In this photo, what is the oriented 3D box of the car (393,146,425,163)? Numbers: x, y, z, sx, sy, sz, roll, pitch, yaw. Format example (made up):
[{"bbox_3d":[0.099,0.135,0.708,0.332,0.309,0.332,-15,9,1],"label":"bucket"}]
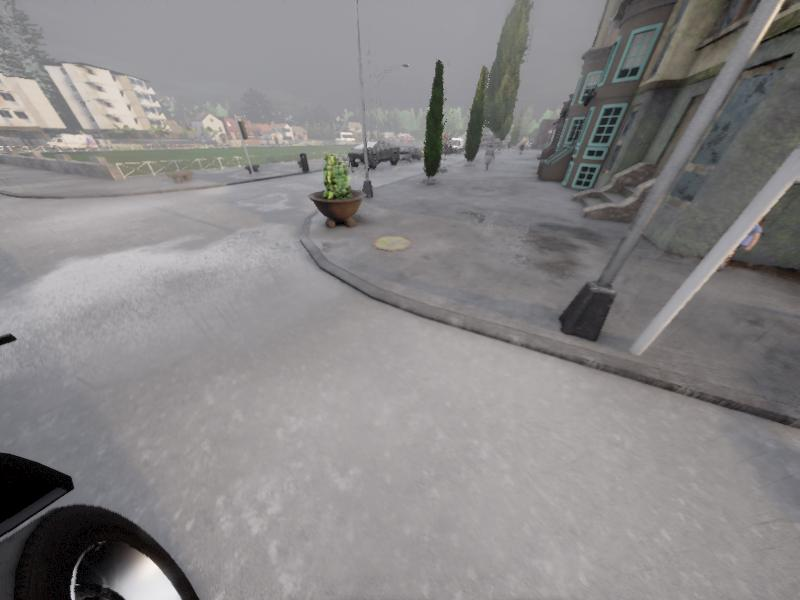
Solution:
[{"bbox_3d":[1.188,-17.653,27.945,2.128,1.511,4.902,15,38,20],"label":"car"}]

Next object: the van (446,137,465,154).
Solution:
[{"bbox_3d":[10.722,-29.628,44.326,1.988,2.561,5.915,15,38,20],"label":"van"}]

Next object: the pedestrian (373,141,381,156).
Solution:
[{"bbox_3d":[-3.515,-23.117,35.210,0.751,1.860,0.751,16,38,20],"label":"pedestrian"}]

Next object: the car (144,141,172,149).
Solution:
[{"bbox_3d":[-56.391,-36.283,53.936,1.970,1.475,3.806,15,38,20],"label":"car"}]

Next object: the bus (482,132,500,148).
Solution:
[{"bbox_3d":[31.722,-55.606,80.307,3.944,4.253,10.273,15,38,20],"label":"bus"}]

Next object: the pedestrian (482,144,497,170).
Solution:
[{"bbox_3d":[7.547,-12.081,19.515,0.751,1.860,0.751,11,36,14],"label":"pedestrian"}]

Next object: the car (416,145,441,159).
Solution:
[{"bbox_3d":[4.164,-21.285,33.127,1.801,1.575,5.366,15,38,20],"label":"car"}]

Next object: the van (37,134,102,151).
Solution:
[{"bbox_3d":[-62.117,-29.744,43.665,2.351,2.431,6.366,15,38,20],"label":"van"}]

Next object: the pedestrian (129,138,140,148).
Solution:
[{"bbox_3d":[-61.786,-36.657,53.844,0.751,1.860,0.751,13,37,18],"label":"pedestrian"}]

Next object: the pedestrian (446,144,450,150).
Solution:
[{"bbox_3d":[11.710,-37.266,56.314,0.500,1.100,0.500,-18,39,-24],"label":"pedestrian"}]

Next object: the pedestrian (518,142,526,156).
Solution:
[{"bbox_3d":[20.279,-25.143,38.415,0.751,1.860,0.751,13,37,17],"label":"pedestrian"}]

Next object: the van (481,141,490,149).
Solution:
[{"bbox_3d":[26.791,-48.871,72.582,1.775,1.987,4.442,15,38,20],"label":"van"}]

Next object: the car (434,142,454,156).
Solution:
[{"bbox_3d":[7.519,-25.472,38.908,1.932,1.855,4.605,15,38,20],"label":"car"}]

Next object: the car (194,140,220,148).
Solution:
[{"bbox_3d":[-51.717,-42.007,62.066,2.033,1.649,4.856,15,37,20],"label":"car"}]

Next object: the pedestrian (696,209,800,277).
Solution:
[{"bbox_3d":[6.547,-1.082,4.409,0.500,1.100,0.500,13,37,17],"label":"pedestrian"}]

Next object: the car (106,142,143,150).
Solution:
[{"bbox_3d":[-58.964,-33.098,49.498,1.895,1.301,4.718,15,38,20],"label":"car"}]

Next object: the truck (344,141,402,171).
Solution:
[{"bbox_3d":[-2.272,-13.698,21.723,2.390,2.098,6.274,15,38,20],"label":"truck"}]
